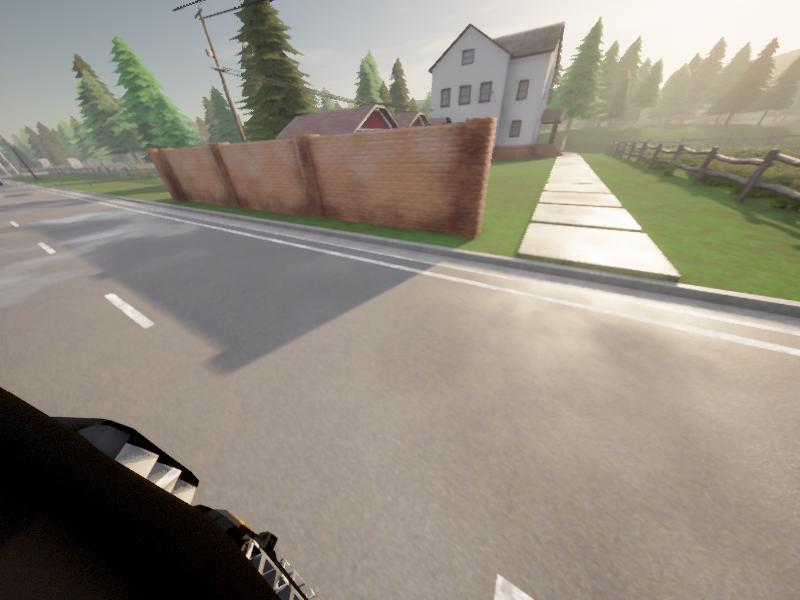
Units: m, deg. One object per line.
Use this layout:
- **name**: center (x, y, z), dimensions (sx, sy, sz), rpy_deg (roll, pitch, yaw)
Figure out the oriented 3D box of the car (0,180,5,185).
- **car**: center (-58.152, -17.033, 32.124), dimensions (5.566, 2.045, 2.150), rpy_deg (16, 38, 26)
